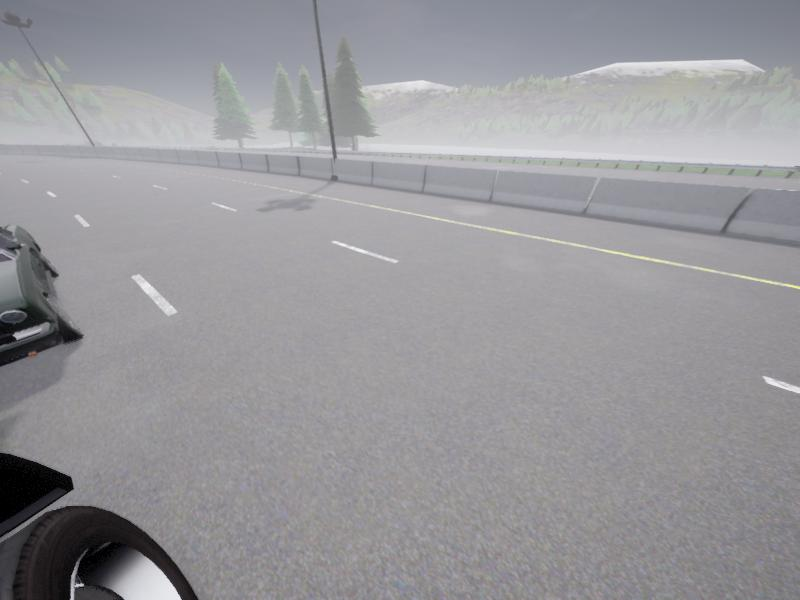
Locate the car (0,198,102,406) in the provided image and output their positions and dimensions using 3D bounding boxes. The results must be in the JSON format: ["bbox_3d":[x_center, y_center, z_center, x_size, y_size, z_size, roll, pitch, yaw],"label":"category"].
[{"bbox_3d":[-6.136,-0.143,2.956,4.718,1.301,1.895,22,41,28],"label":"car"}]
